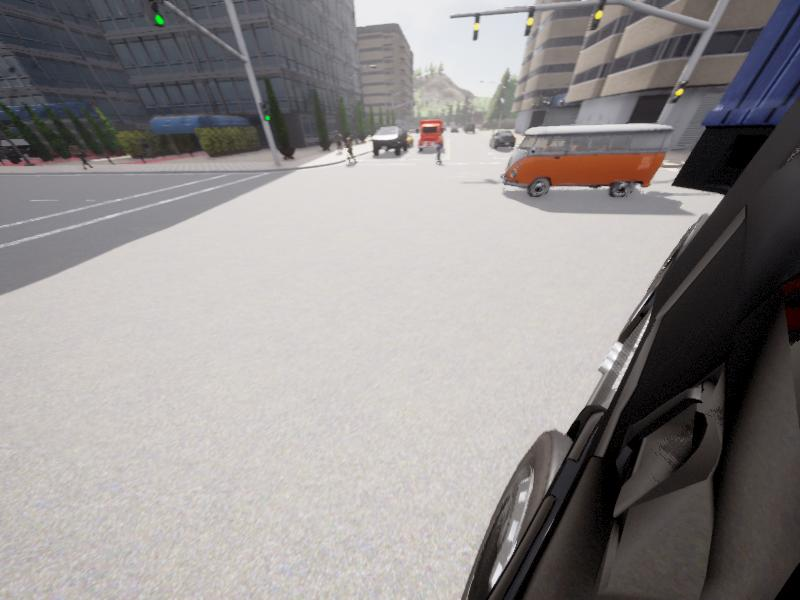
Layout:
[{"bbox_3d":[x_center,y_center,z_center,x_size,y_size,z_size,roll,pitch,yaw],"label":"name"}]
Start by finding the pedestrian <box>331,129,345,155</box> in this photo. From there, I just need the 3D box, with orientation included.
[{"bbox_3d":[-5.624,-14.438,21.115,0.751,1.860,0.751,1,37,4],"label":"pedestrian"}]

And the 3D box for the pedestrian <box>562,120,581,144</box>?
[{"bbox_3d":[17.025,-16.730,23.012,0.751,1.860,0.751,7,38,11],"label":"pedestrian"}]

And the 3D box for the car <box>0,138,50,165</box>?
[{"bbox_3d":[-40.777,-16.150,24.994,6.274,2.098,2.390,25,45,31],"label":"car"}]

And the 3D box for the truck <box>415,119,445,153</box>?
[{"bbox_3d":[3.109,-16.575,23.289,2.627,2.467,5.204,4,38,8],"label":"truck"}]

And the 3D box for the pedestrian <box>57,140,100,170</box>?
[{"bbox_3d":[-23.785,-10.735,17.132,0.751,1.860,0.751,4,38,8],"label":"pedestrian"}]

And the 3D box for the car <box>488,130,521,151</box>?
[{"bbox_3d":[10.060,-15.720,22.663,1.812,1.442,4.674,4,38,8],"label":"car"}]

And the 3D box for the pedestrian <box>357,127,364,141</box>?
[{"bbox_3d":[-6.793,-28.870,40.182,0.751,1.860,0.751,5,38,9],"label":"pedestrian"}]

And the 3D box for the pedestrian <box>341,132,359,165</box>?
[{"bbox_3d":[-3.510,-10.631,16.234,0.751,1.860,0.751,5,38,9],"label":"pedestrian"}]

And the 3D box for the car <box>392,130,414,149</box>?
[{"bbox_3d":[0.507,-19.412,27.903,1.801,1.575,5.366,5,38,9],"label":"car"}]

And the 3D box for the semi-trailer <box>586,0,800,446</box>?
[{"bbox_3d":[9.968,-2.072,2.162,14.254,4.402,2.717,-9,37,-9],"label":"semi-trailer"}]

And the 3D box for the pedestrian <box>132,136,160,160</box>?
[{"bbox_3d":[-24.330,-14.531,22.167,0.751,1.860,0.751,-3,37,-1],"label":"pedestrian"}]

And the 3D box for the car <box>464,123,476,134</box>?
[{"bbox_3d":[17.079,-41.938,56.400,2.150,2.045,5.566,4,38,8],"label":"car"}]

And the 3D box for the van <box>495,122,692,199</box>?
[{"bbox_3d":[5.953,-4.744,7.919,4.442,1.987,1.775,4,38,8],"label":"van"}]

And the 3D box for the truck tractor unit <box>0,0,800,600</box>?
[{"bbox_3d":[2.645,-0.295,0.352,6.516,4.208,3.053,-28,44,-30],"label":"truck tractor unit"}]

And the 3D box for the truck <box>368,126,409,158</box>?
[{"bbox_3d":[-0.829,-14.926,21.615,2.390,2.098,6.274,5,38,9],"label":"truck"}]

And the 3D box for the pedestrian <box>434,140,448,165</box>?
[{"bbox_3d":[2.675,-9.686,15.141,0.751,1.300,0.751,0,37,3],"label":"pedestrian"}]
